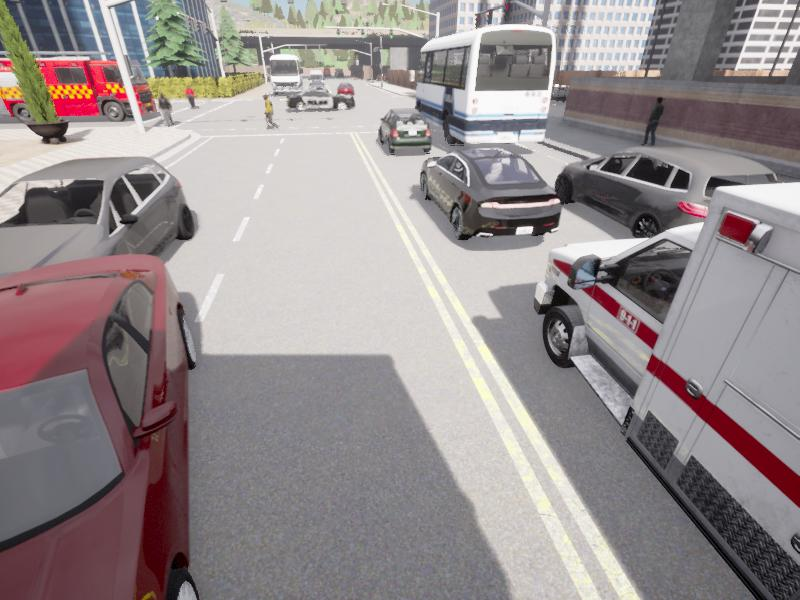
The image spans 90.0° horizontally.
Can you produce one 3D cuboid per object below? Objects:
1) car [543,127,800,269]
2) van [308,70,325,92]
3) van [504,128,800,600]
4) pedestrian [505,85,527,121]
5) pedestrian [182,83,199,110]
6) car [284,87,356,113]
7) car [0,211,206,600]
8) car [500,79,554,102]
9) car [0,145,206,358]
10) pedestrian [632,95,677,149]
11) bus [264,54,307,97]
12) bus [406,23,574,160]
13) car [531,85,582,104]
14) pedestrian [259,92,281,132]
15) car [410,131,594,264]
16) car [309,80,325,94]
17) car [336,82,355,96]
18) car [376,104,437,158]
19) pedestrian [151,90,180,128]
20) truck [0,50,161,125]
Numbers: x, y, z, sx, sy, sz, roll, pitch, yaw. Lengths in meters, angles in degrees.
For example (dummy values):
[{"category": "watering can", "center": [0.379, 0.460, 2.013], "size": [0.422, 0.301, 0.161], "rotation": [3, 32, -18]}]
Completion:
[{"category": "car", "center": [5.383, -2.499, 8.629], "size": [2.242, 1.667, 4.611], "rotation": [-5, 31, -9]}, {"category": "van", "center": [-12.126, -31.903, 58.129], "size": [1.988, 2.561, 5.915], "rotation": [-5, 31, -9]}, {"category": "van", "center": [3.121, 0.792, 2.247], "size": [2.351, 2.431, 6.366], "rotation": [-5, 31, -9]}, {"category": "pedestrian", "center": [7.031, -11.983, 24.321], "size": [0.751, 1.860, 0.751], "rotation": [24, 38, 34]}, {"category": "pedestrian", "center": [-16.693, -16.225, 31.919], "size": [0.751, 1.860, 0.751], "rotation": [-10, 32, -17]}, {"category": "car", "center": [-6.152, -15.611, 31.118], "size": [5.238, 1.638, 1.930], "rotation": [-6, 31, -10]}, {"category": "car", "center": [-2.665, 0.926, 2.902], "size": [1.882, 1.535, 5.008], "rotation": [-13, 33, -21]}, {"category": "car", "center": [12.709, -21.109, 40.269], "size": [4.605, 1.855, 1.932], "rotation": [-4, 31, -7]}, {"category": "car", "center": [-5.058, -1.174, 6.389], "size": [2.242, 1.667, 4.611], "rotation": [-5, 30, -8]}, {"category": "pedestrian", "center": [10.096, -7.076, 15.917], "size": [0.751, 1.860, 0.751], "rotation": [-6, 31, -10]}, {"category": "bus", "center": [-13.887, -27.985, 49.725], "size": [3.944, 4.253, 10.273], "rotation": [-5, 31, -9]}, {"category": "bus", "center": [3.105, -9.849, 18.656], "size": [3.944, 4.253, 10.273], "rotation": [-5, 31, -8]}, {"category": "car", "center": [14.622, -19.325, 37.611], "size": [3.806, 1.475, 1.970], "rotation": [-5, 31, -8]}, {"category": "pedestrian", "center": [-6.921, -10.010, 21.267], "size": [0.751, 1.860, 0.751], "rotation": [-11, 32, -18]}, {"category": "car", "center": [1.759, -2.613, 8.986], "size": [2.128, 1.511, 4.902], "rotation": [-5, 31, -9]}, {"category": "car", "center": [-10.736, -27.583, 51.816], "size": [1.812, 1.442, 4.674], "rotation": [-5, 31, -9]}, {"category": "car", "center": [-6.737, -25.948, 49.085], "size": [1.994, 1.385, 4.181], "rotation": [-5, 31, -8]}, {"category": "car", "center": [0.142, -7.142, 16.703], "size": [1.789, 1.549, 3.705], "rotation": [-5, 31, -9]}, {"category": "pedestrian", "center": [-13.182, -10.739, 22.523], "size": [0.751, 1.860, 0.751], "rotation": [-5, 31, -9]}, {"category": "truck", "center": [-20.585, -13.299, 25.016], "size": [8.468, 3.827, 2.891], "rotation": [-5, 31, -8]}]
